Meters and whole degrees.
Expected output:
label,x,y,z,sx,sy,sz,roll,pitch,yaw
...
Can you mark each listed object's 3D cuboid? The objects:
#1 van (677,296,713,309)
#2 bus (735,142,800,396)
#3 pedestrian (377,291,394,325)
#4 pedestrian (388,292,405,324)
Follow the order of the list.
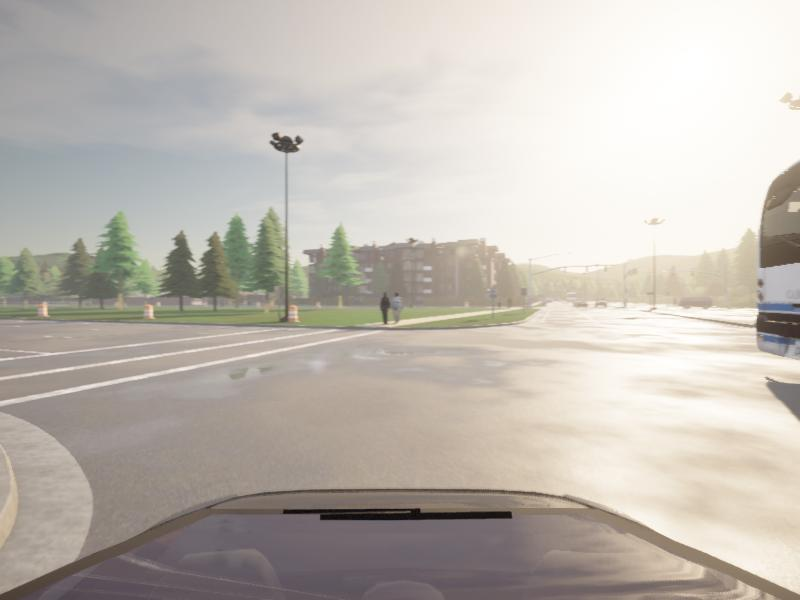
label,x,y,z,sx,sy,sz,roll,pitch,yaw
van,47.628,0.425,64.674,4.442,1.987,1.775,0,0,21
bus,11.712,-0.560,5.407,10.273,4.253,3.944,-1,0,21
pedestrian,-0.815,0.456,22.364,0.751,1.860,0.751,0,0,18
pedestrian,-0.185,0.454,23.124,0.751,1.860,0.751,0,0,21
